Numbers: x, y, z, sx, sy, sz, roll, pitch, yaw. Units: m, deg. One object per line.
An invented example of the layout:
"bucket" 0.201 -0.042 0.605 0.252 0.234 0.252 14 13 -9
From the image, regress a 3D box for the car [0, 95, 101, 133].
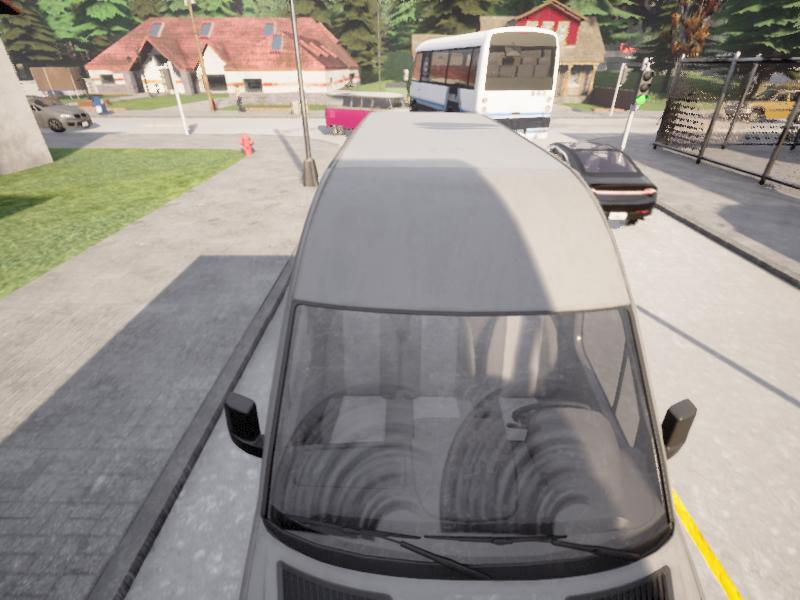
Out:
"car" -19.259 -9.948 21.332 4.611 1.667 2.242 0 30 1

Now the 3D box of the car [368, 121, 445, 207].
"car" 0.113 -3.936 11.193 1.789 1.549 3.705 -1 30 -1

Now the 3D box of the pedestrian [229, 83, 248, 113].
"pedestrian" -11.352 -14.220 28.206 0.751 1.860 0.751 -3 30 -5

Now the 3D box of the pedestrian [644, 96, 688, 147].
"pedestrian" 10.926 -7.351 16.472 0.751 1.860 0.751 0 30 0

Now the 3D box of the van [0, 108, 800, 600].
"van" 0.293 0.036 3.428 1.988 2.561 5.915 1 30 0

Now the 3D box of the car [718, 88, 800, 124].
"car" 22.778 -11.873 24.475 4.605 1.855 1.932 0 30 -1

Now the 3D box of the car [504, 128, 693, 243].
"car" 4.222 -3.027 9.685 2.128 1.511 4.902 0 30 1

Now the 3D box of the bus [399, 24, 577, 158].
"bus" 3.104 -10.120 19.105 3.944 4.253 10.273 -7 31 -12

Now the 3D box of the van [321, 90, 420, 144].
"van" -1.424 -8.910 19.266 4.442 1.987 1.775 17 34 26
